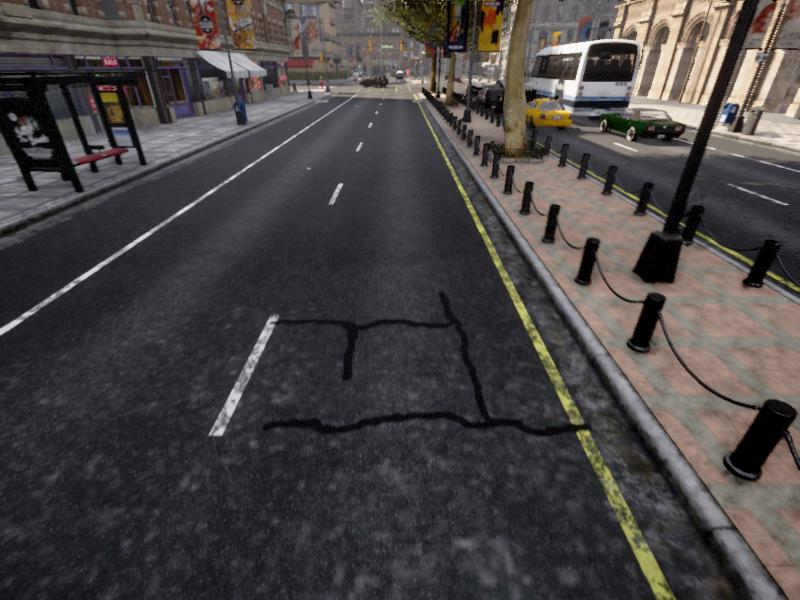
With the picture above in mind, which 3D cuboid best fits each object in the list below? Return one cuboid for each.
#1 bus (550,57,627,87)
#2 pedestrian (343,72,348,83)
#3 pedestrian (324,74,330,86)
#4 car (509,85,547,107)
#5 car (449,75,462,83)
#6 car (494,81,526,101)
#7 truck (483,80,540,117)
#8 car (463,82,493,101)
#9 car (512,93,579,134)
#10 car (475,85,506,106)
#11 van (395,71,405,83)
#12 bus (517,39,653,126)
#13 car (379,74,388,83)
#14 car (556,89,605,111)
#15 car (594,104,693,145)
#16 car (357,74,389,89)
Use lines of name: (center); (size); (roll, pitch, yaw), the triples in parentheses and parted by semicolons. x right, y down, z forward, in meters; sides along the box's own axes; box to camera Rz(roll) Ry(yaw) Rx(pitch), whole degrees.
bus: (31.383, -38.217, 67.087); (10.273, 4.253, 3.944); (0, 30, 0)
pedestrian: (-10.687, -43.936, 78.869); (0.751, 1.860, 0.751); (0, 30, 0)
pedestrian: (-12.358, -37.194, 67.651); (0.751, 1.860, 0.751); (-3, 30, -5)
car: (11.495, -18.543, 36.199); (1.837, 1.490, 4.892); (0, 30, 0)
car: (11.488, -45.797, 82.887); (1.994, 1.385, 4.181); (0, 30, 0)
car: (11.496, -22.203, 42.319); (2.033, 1.649, 4.856); (0, 30, 0)
truck: (7.995, -14.919, 29.408); (2.390, 2.098, 6.274); (0, 30, 0)
car: (7.993, -21.564, 41.343); (2.128, 1.511, 4.902); (0, 30, 0)
car: (7.997, -10.605, 22.551); (1.801, 1.575, 5.366); (0, 30, 0)
car: (7.996, -18.270, 35.696); (1.845, 1.501, 3.633); (0, 30, 0)
van: (-0.007, -46.847, 84.015); (2.069, 2.038, 4.480); (0, 30, 0)
bus: (11.365, -14.492, 26.549); (3.944, 4.253, 10.273); (0, 30, 0)
car: (-3.512, -46.899, 84.695); (1.812, 1.442, 4.674); (0, 30, 0)
car: (14.744, -16.535, 32.954); (1.895, 1.301, 4.718); (0, 30, 0)
car: (11.497, -8.571, 19.357); (1.895, 1.301, 4.718); (0, 30, 0)
car: (-4.184, -34.628, 63.304); (4.605, 1.855, 1.932); (11, 32, 17)
